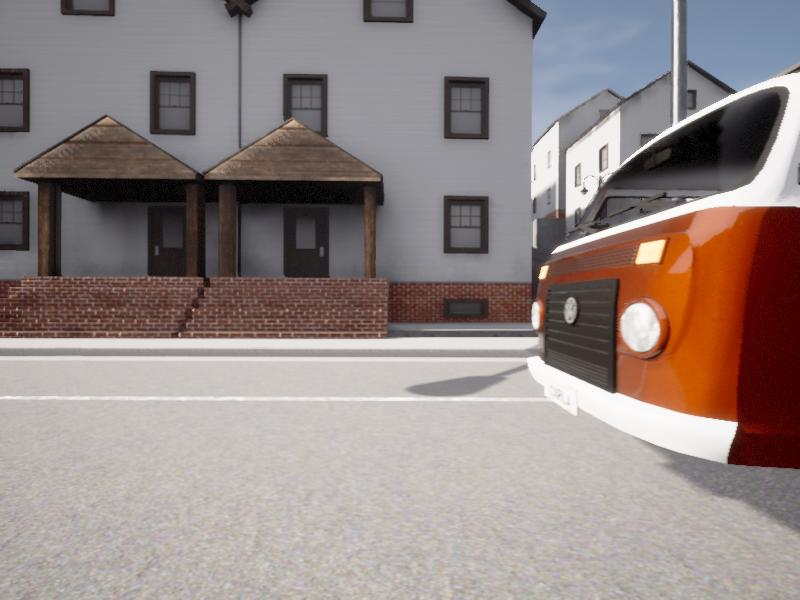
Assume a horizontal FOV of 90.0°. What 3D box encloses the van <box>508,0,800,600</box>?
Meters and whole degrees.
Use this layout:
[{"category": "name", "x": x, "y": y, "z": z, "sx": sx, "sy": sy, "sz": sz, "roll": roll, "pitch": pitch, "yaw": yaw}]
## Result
[{"category": "van", "x": 3.123, "y": -0.015, "z": 2.207, "sx": 4.480, "sy": 2.038, "sz": 2.069, "roll": 1, "pitch": 0, "yaw": 0}]
